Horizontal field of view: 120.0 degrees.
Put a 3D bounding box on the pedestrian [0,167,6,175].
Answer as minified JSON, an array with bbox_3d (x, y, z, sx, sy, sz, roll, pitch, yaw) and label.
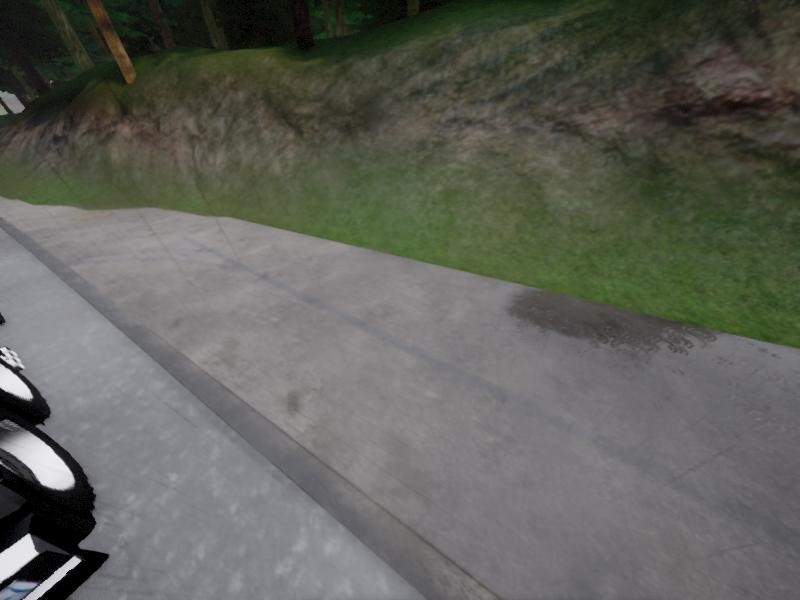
[{"bbox_3d":[-32.015,-10.739,17.859,0.751,1.860,0.751,20,40,27],"label":"pedestrian"}]

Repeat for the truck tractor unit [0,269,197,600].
[{"bbox_3d":[-5.121,-0.291,0.773,6.516,4.208,3.053,18,39,24],"label":"truck tractor unit"}]
